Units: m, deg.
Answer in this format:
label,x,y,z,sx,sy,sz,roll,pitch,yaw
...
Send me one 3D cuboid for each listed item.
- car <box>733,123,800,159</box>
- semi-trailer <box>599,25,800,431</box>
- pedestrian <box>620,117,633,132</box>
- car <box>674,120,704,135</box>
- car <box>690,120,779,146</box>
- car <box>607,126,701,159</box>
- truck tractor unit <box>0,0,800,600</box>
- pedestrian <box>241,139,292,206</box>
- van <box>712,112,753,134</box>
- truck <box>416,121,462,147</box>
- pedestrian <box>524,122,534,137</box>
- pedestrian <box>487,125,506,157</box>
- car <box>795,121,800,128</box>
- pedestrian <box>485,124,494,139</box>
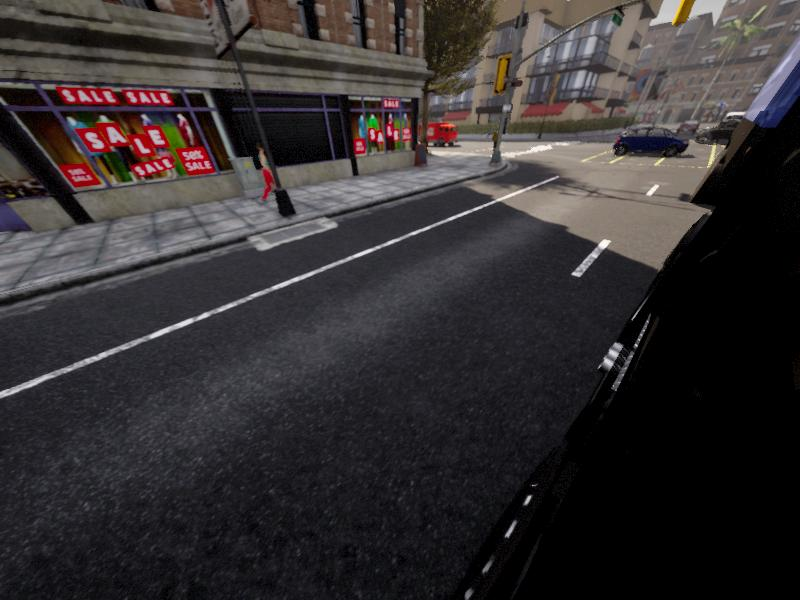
label,x,y,z,sx,sy,sz,roll,pitch,yaw
car,22.026,-8.810,12.745,1.845,1.501,3.633,-2,37,0
semi-trailer,8.614,-3.662,4.308,14.254,4.402,2.717,-29,44,-31
pedestrian,35.794,-27.665,36.492,0.751,1.860,0.751,-32,45,-33
car,38.884,-23.284,31.084,4.674,1.442,1.812,-30,45,-32
car,26.741,-13.489,18.675,1.789,1.549,3.705,-30,45,-32
car,16.604,-10.481,15.291,1.789,1.549,3.705,-30,46,-32
truck tractor unit,2.645,-0.295,0.351,6.516,4.208,3.053,-28,44,-30
pedestrian,-4.459,-4.292,7.820,0.751,1.860,0.751,-31,45,-32
van,40.792,-21.786,28.463,4.480,2.038,2.069,-30,45,-32
truck,4.819,-21.155,29.546,2.627,2.467,5.204,-30,45,-32
pedestrian,19.901,-26.300,35.676,0.751,1.860,0.751,30,47,36
pedestrian,6.998,-11.537,16.802,0.751,1.860,0.751,21,43,29
car,57.736,-24.925,32.011,4.974,1.542,2.038,-30,45,-32
pedestrian,14.034,-26.417,36.205,0.751,1.860,0.751,-27,43,-28
